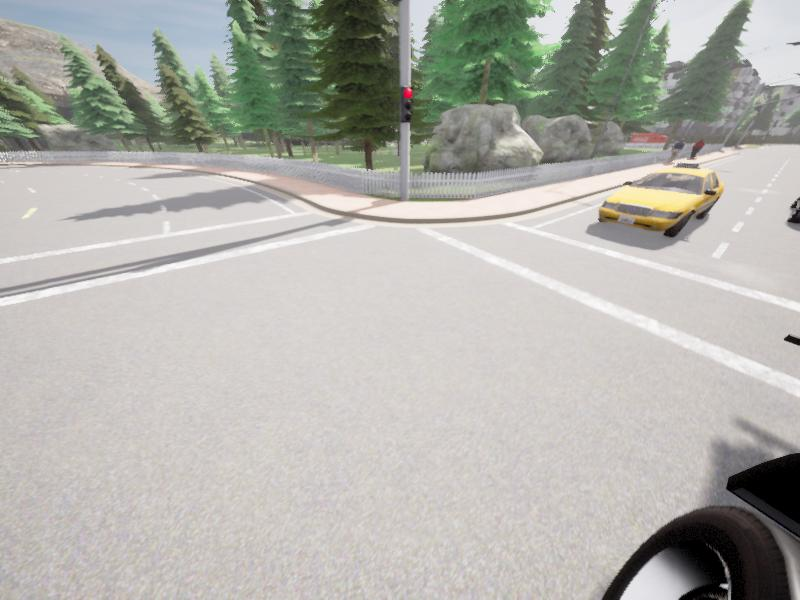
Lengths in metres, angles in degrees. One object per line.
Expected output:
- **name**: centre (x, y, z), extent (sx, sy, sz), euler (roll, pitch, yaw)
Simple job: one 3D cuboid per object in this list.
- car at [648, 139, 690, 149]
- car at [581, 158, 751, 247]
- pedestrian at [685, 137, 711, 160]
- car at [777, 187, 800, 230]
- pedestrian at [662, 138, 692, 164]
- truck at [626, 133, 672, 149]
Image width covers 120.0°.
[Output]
- **car**: centre (53.008, -30.756, 45.571), extent (2.128, 1.511, 4.902), euler (-21, 40, -26)
- **car**: centre (8.178, -3.245, 7.056), extent (5.366, 1.575, 1.801), euler (-21, 40, -26)
- **pedestrian**: centre (29.771, -15.148, 23.126), extent (0.751, 1.860, 0.751), euler (-22, 41, -27)
- **car**: centre (13.943, -3.120, 6.911), extent (4.792, 1.488, 2.163), euler (-22, 41, -28)
- **pedestrian**: centre (23.740, -12.769, 19.820), extent (0.751, 1.860, 0.751), euler (-20, 40, -26)
- **truck**: centre (48.730, -31.199, 45.408), extent (2.627, 2.467, 5.204), euler (-21, 40, -27)
